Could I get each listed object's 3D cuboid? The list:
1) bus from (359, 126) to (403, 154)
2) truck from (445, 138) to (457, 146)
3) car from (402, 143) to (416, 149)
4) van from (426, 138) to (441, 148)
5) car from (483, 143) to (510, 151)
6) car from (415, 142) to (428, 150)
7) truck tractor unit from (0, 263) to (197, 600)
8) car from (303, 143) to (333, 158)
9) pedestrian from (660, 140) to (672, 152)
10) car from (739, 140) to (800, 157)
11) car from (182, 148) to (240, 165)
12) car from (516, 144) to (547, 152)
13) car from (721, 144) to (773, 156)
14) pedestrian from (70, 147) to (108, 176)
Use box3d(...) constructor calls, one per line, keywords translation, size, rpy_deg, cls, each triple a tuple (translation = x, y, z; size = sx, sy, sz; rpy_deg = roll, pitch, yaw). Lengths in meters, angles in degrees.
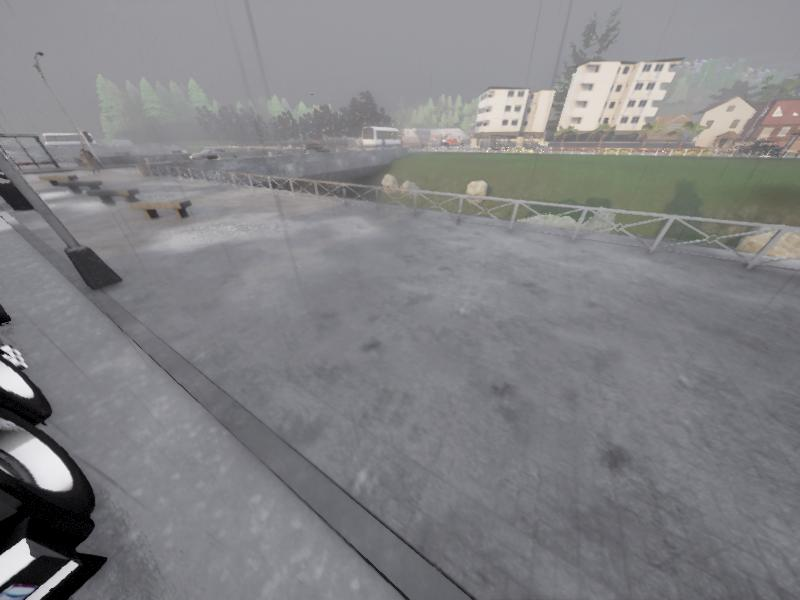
box3d(translation=(-3.645, -33.479, 48.399), size=(3.944, 4.253, 10.273), rpy_deg=(18, 39, 25), cls="bus")
box3d(translation=(19.208, -59.512, 87.152), size=(2.627, 2.467, 5.204), rpy_deg=(18, 39, 25), cls="truck")
box3d(translation=(2.437, -42.604, 64.032), size=(1.895, 1.301, 4.718), rpy_deg=(18, 39, 25), cls="car")
box3d(translation=(10.987, -51.447, 75.669), size=(2.351, 2.431, 6.366), rpy_deg=(18, 39, 25), cls="van")
box3d(translation=(21.322, -33.876, 51.168), size=(4.892, 1.490, 1.837), rpy_deg=(19, 39, 25), cls="car")
box3d(translation=(5.793, -41.477, 62.157), size=(1.789, 1.549, 3.705), rpy_deg=(18, 39, 25), cls="car")
box3d(translation=(-5.110, -0.301, 0.785), size=(6.516, 4.208, 3.053), rpy_deg=(18, 39, 24), cls="truck tractor unit")
box3d(translation=(-12.784, -23.401, 36.072), size=(1.905, 1.878, 3.866), rpy_deg=(18, 39, 25), cls="car")
box3d(translation=(48.698, -28.237, 42.287), size=(0.751, 1.860, 0.751), rpy_deg=(25, 42, 32), cls="pedestrian")
box3d(translation=(51.942, -21.328, 32.533), size=(3.866, 1.878, 1.905), rpy_deg=(18, 39, 25), cls="car")
box3d(translation=(-22.948, -17.719, 28.328), size=(2.128, 1.511, 4.902), rpy_deg=(19, 39, 25), cls="car")
box3d(translation=(27.428, -31.892, 48.353), size=(5.357, 1.411, 2.033), rpy_deg=(18, 39, 25), cls="car")
box3d(translation=(53.489, -23.262, 35.735), size=(3.806, 1.475, 1.970), rpy_deg=(18, 39, 25), cls="car")
box3d(translation=(-23.952, -10.661, 17.850), size=(0.751, 1.860, 0.751), rpy_deg=(9, 36, 14), cls="pedestrian")
